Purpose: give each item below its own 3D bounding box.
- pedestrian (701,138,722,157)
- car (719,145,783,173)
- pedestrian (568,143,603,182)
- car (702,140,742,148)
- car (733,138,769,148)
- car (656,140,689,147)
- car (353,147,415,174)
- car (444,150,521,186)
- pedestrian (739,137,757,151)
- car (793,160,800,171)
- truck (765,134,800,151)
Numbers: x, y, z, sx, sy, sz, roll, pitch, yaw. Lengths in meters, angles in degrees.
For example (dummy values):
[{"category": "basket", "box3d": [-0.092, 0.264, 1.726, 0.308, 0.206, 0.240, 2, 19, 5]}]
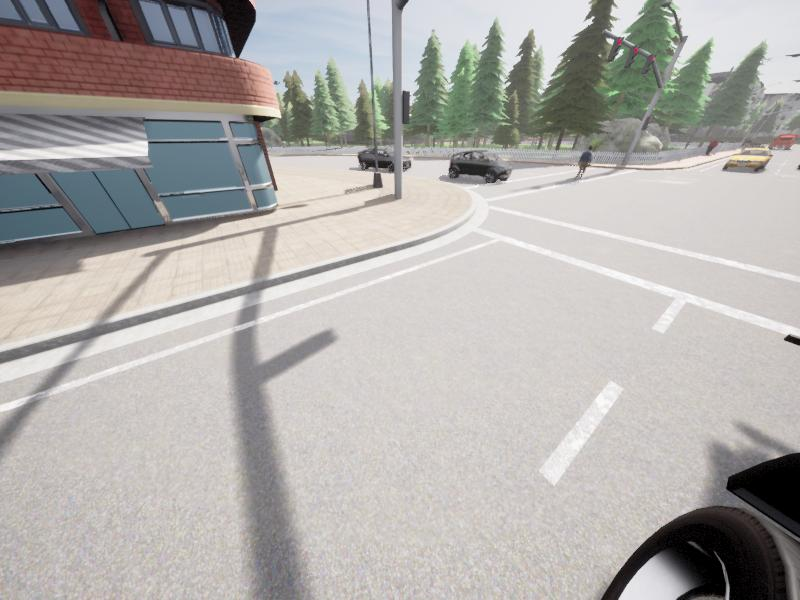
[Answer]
[{"category": "pedestrian", "box3d": [38.078, -18.682, 28.252, 0.751, 1.860, 0.751, -22, 41, -28]}, {"category": "car", "box3d": [27.847, -11.245, 18.313, 5.366, 1.575, 1.801, -21, 40, -27]}, {"category": "pedestrian", "box3d": [10.813, -8.047, 13.524, 0.751, 1.860, 0.751, -21, 40, -27]}, {"category": "car", "box3d": [72.417, -35.167, 52.032, 1.837, 1.490, 4.892, -21, 40, -27]}, {"category": "car", "box3d": [77.493, -34.801, 51.158, 1.905, 1.878, 3.866, -28, 44, -34]}, {"category": "car", "box3d": [67.888, -39.085, 57.625, 1.837, 1.490, 4.892, -21, 40, -27]}, {"category": "car", "box3d": [-1.256, -11.113, 18.280, 4.514, 1.525, 2.007, 21, 40, 27]}, {"category": "car", "box3d": [4.779, -8.021, 13.830, 1.789, 1.549, 3.705, -29, 44, -34]}, {"category": "pedestrian", "box3d": [56.247, -25.183, 37.353, 0.751, 1.860, 0.751, -22, 40, -27]}, {"category": "car", "box3d": [33.612, -11.119, 18.181, 4.792, 1.488, 2.163, -22, 41, -28]}, {"category": "truck", "box3d": [71.061, -29.218, 42.754, 5.204, 2.467, 2.627, -22, 41, -28]}]
